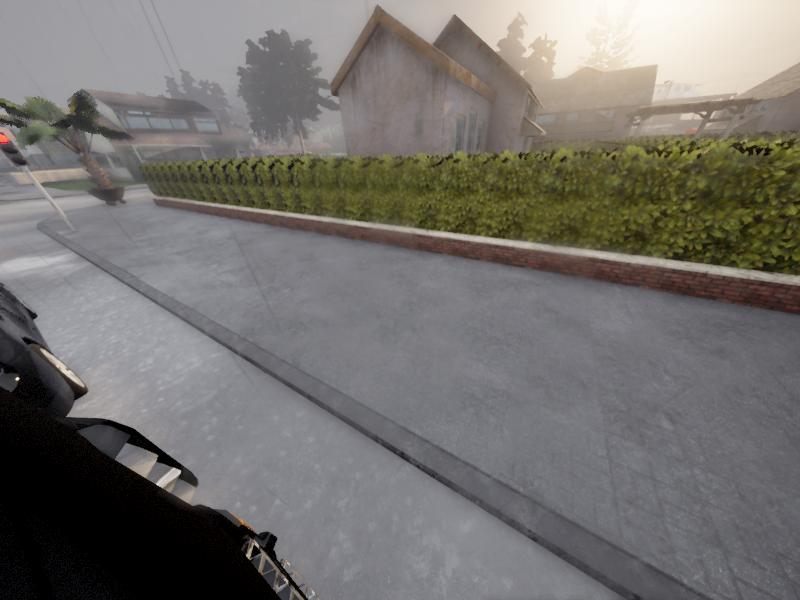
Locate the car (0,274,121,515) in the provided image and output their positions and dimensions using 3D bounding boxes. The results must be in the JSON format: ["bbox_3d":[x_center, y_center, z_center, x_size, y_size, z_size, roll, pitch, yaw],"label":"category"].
[{"bbox_3d":[-5.341,0.499,2.213,5.008,1.535,1.882,16,38,26],"label":"car"}]

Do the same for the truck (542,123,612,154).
[{"bbox_3d":[29.561,-27.284,39.283,8.468,3.827,2.891,16,38,26],"label":"truck"}]

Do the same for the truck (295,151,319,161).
[{"bbox_3d":[-25.684,-39.736,63.832,6.274,2.098,2.390,16,38,26],"label":"truck"}]

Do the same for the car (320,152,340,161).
[{"bbox_3d":[-18.284,-37.398,60.257,4.611,1.667,2.242,16,38,26],"label":"car"}]
